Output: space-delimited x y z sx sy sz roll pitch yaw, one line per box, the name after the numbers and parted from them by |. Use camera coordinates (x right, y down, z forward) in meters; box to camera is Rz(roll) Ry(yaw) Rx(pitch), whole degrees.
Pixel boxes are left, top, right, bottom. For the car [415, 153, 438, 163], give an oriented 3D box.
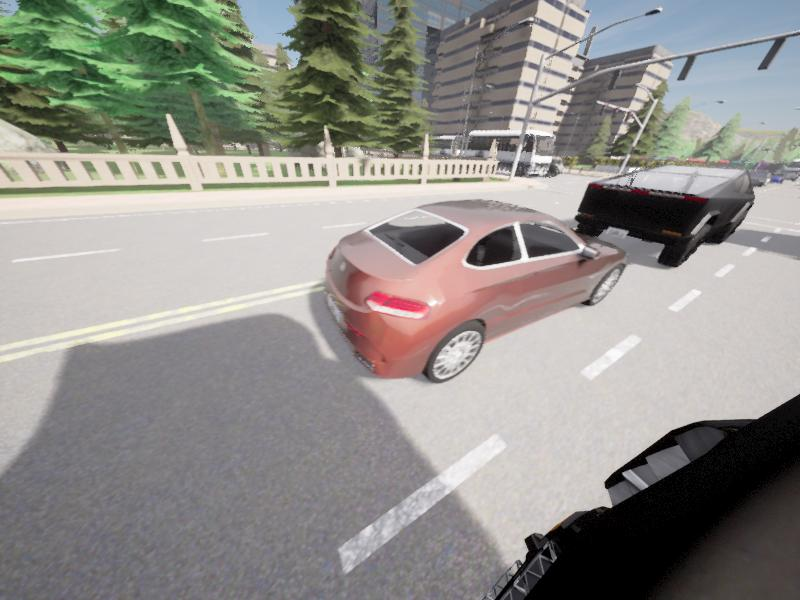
4.839 -26.688 43.371 1.812 1.442 4.674 -16 38 -26 | car

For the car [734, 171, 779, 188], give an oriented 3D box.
44.067 -14.921 28.570 4.974 1.542 2.038 -16 38 -26 | car

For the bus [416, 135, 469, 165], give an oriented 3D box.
7.685 -28.823 44.272 3.944 4.253 10.273 -16 38 -26 | bus

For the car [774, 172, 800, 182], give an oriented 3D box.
72.260 -22.877 42.866 4.902 1.511 2.128 -16 38 -26 | car

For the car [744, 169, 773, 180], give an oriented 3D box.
69.591 -24.435 44.828 4.856 1.649 2.033 -16 38 -26 | car

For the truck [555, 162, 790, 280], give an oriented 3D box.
7.922 -2.678 6.738 6.274 2.098 2.390 -16 38 -26 | truck

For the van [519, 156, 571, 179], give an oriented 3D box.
16.566 -15.390 26.722 1.775 1.987 4.442 -17 39 -28 | van

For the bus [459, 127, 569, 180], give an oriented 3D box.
12.212 -16.860 26.549 3.944 4.253 10.273 -16 38 -26 | bus

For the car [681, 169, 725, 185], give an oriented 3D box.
37.812 -15.418 28.837 4.514 1.525 2.007 -15 37 -25 | car

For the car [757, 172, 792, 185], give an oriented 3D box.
56.873 -18.519 35.073 4.514 1.525 2.007 -16 38 -26 | car

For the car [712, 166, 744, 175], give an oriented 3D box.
90.692 -35.956 63.981 2.242 1.667 4.611 -16 38 -26 | car

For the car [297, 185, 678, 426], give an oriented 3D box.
1.432 -0.643 3.589 5.027 1.651 2.152 -16 38 -26 | car

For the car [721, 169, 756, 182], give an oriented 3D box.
54.471 -20.127 37.191 4.974 1.542 2.038 -16 38 -26 | car
